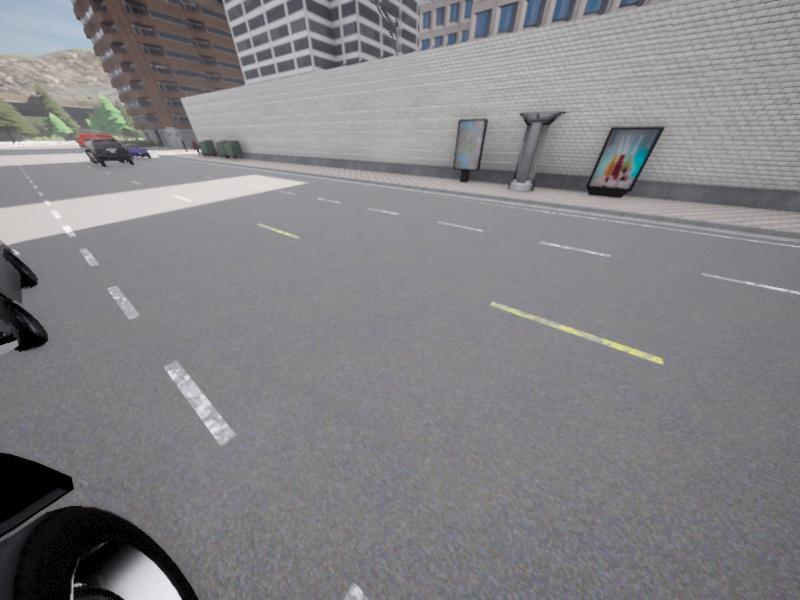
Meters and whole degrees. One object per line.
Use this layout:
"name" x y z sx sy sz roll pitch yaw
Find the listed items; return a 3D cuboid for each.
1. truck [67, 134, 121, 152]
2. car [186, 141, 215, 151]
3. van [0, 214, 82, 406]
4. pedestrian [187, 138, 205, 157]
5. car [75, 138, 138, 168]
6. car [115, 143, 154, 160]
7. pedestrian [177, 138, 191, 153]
"truck" -52.806 -27.259 40.027 5.204 2.467 2.627 5 36 7
"car" -39.444 -30.614 45.753 1.789 1.549 3.705 22 41 28
"van" -6.156 -0.293 2.523 4.480 2.038 2.069 23 41 29
"pedestrian" -24.441 -18.256 27.689 0.751 1.860 0.751 22 41 28
"car" -27.160 -13.708 21.371 5.566 2.045 2.150 22 41 28
"car" -31.875 -17.861 27.718 4.193 1.474 1.816 22 41 28
"pedestrian" -33.331 -23.845 35.644 0.751 1.860 0.751 17 39 22
